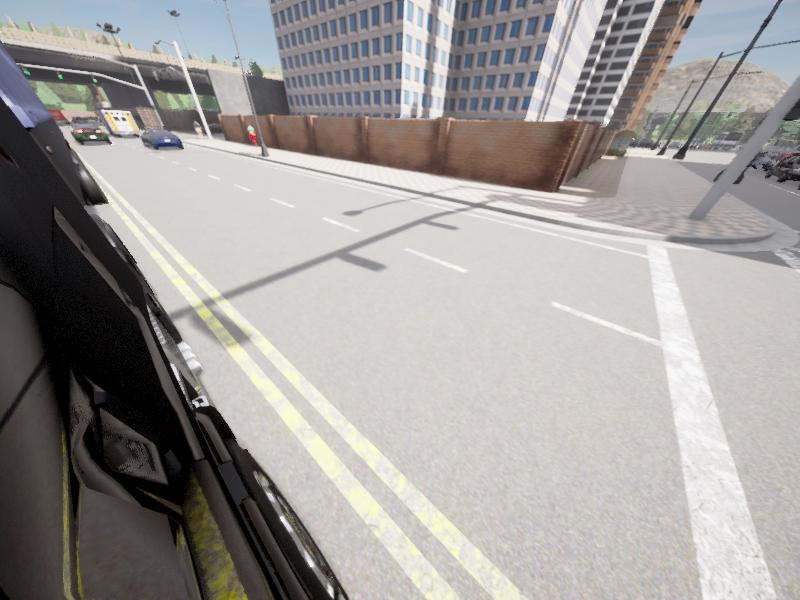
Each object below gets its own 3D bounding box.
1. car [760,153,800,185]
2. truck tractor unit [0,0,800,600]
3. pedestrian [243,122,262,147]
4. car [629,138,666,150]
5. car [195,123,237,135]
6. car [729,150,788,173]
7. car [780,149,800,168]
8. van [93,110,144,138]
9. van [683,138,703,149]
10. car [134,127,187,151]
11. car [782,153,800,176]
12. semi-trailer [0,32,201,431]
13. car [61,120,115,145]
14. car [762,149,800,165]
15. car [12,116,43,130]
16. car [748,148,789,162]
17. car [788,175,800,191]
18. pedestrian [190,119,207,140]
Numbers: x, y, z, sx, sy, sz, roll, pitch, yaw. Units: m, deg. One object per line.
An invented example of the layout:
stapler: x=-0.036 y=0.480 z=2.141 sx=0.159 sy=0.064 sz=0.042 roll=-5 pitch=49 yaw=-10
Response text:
car: x=27.943 y=-9.125 z=16.094 sx=1.851 sy=1.617 sz=3.988 roll=28 pitch=44 yaw=30
truck tractor unit: x=-2.645 y=-0.295 z=0.351 sx=6.516 sy=4.208 sz=3.053 roll=28 pitch=44 yaw=30
pedestrian: x=-13.557 y=-15.191 z=21.223 sx=0.751 sy=1.860 sz=0.751 roll=27 pitch=43 yaw=29
car: x=57.085 y=-36.174 z=53.467 sx=5.566 sy=2.045 sz=2.150 roll=28 pitch=44 yaw=29
car: x=-30.027 y=-28.071 z=37.913 sx=1.837 sy=1.490 sz=4.892 roll=28 pitch=44 yaw=30
car: x=33.996 y=-13.262 z=22.069 sx=1.816 sy=1.474 sz=4.193 roll=28 pitch=44 yaw=30
car: x=48.240 y=-16.625 z=27.259 sx=2.033 sy=1.649 sz=4.856 roll=28 pitch=44 yaw=30
van: x=-33.734 y=-21.112 z=27.690 sx=6.366 sy=2.431 sz=2.351 roll=27 pitch=44 yaw=29
van: x=83.608 y=-44.784 z=66.041 sx=1.988 sy=2.561 sz=5.915 roll=28 pitch=44 yaw=30
car: x=-20.120 y=-13.581 z=19.397 sx=4.181 sy=1.385 sz=1.994 roll=27 pitch=43 yaw=29
car: x=36.416 y=-11.665 z=20.068 sx=1.837 sy=1.490 sz=4.892 roll=28 pitch=44 yaw=30
semi-trailer: x=-8.647 y=-3.634 z=4.285 sx=14.254 sy=4.402 sz=2.717 roll=29 pitch=44 yaw=30
car: x=-27.997 y=-15.038 z=20.714 sx=4.974 sy=1.542 sz=2.038 roll=28 pitch=44 yaw=29
car: x=52.638 y=-19.634 z=31.608 sx=2.007 sy=1.525 sz=4.514 roll=28 pitch=44 yaw=30
car: x=-53.583 y=-25.551 z=33.305 sx=4.674 sy=1.442 sz=1.812 roll=27 pitch=43 yaw=29
car: x=56.805 y=-22.493 z=35.720 sx=2.007 sy=1.525 sz=4.514 roll=28 pitch=44 yaw=30
car: x=23.819 y=-6.215 z=12.080 sx=2.163 sy=1.488 sz=4.792 roll=28 pitch=44 yaw=30
pedestrian: x=-22.319 y=-18.893 z=25.599 sx=0.751 sy=1.860 sz=0.751 roll=-18 pitch=42 yaw=-26
